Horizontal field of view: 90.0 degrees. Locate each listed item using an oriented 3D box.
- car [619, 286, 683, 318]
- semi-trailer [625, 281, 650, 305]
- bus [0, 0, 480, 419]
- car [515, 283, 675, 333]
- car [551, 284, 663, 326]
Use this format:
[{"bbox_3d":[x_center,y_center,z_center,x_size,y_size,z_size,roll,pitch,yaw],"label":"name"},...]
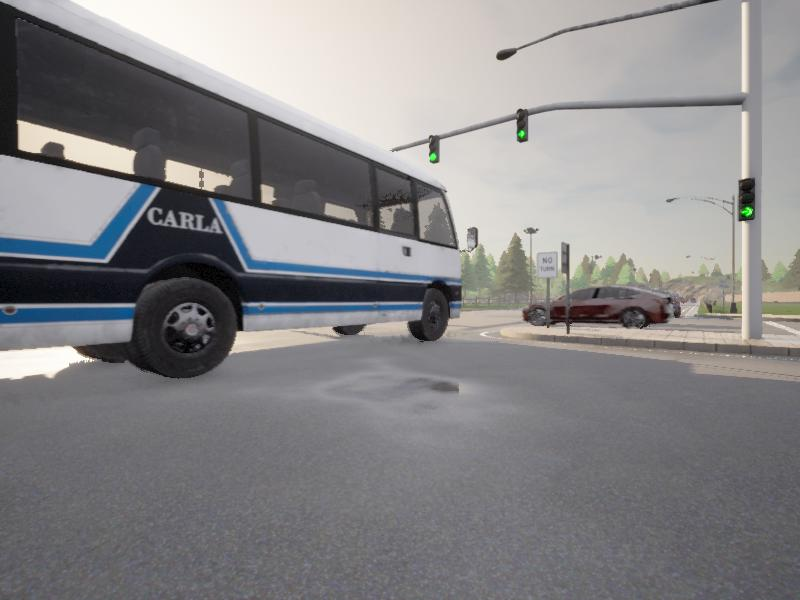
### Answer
[{"bbox_3d":[15.312,0.095,24.707,2.097,1.767,4.553,0,0,16],"label":"car"},{"bbox_3d":[47.927,-1.220,80.419,2.717,4.402,14.254,0,0,37],"label":"semi-trailer"},{"bbox_3d":[-2.554,-1.134,7.650,3.944,4.253,10.273,0,0,37],"label":"bus"},{"bbox_3d":[6.841,0.251,14.259,4.792,1.488,2.163,0,0,38],"label":"car"},{"bbox_3d":[8.808,0.188,17.165,3.988,1.617,1.851,0,0,38],"label":"car"}]
